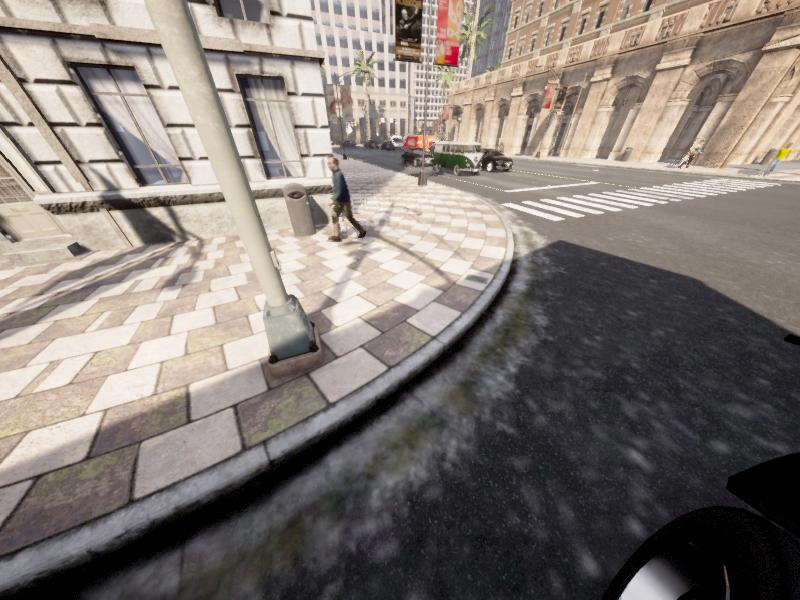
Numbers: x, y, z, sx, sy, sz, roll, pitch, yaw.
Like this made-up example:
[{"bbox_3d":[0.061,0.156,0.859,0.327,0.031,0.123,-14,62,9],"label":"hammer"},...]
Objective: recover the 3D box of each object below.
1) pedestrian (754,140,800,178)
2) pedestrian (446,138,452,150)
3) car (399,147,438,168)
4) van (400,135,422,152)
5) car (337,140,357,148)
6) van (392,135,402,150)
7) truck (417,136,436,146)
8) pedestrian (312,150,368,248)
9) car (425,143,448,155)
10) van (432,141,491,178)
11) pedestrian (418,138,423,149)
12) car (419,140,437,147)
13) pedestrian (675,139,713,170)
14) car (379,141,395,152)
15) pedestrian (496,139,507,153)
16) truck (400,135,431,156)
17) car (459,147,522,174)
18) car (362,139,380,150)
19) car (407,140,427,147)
[{"bbox_3d":[22.708,-8.473,13.865,0.751,1.860,0.751,-23,41,-29],"label":"pedestrian"},{"bbox_3d":[9.869,-31.297,46.336,0.751,1.860,0.751,-15,38,-20],"label":"pedestrian"},{"bbox_3d":[1.623,-13.832,22.276,1.812,1.442,4.674,-14,37,-18],"label":"car"},{"bbox_3d":[2.003,-29.797,43.974,1.988,2.561,5.915,-13,37,-17],"label":"van"},{"bbox_3d":[-13.543,-40.059,59.293,4.553,1.767,2.097,20,40,26],"label":"car"},{"bbox_3d":[-0.630,-35.705,52.363,1.988,2.561,5.915,2,35,3],"label":"van"},{"bbox_3d":[8.303,-49.524,71.985,5.204,2.467,2.627,-13,37,-18],"label":"truck"},{"bbox_3d":[-1.305,-2.242,5.183,0.751,1.860,0.751,-19,39,-24],"label":"pedestrian"},{"bbox_3d":[5.735,-24.084,36.720,1.845,1.501,3.633,-13,37,-18],"label":"car"},{"bbox_3d":[4.257,-10.413,16.937,1.775,1.987,4.442,-14,37,-18],"label":"van"},{"bbox_3d":[4.484,-34.465,50.867,0.751,1.860,0.751,-23,41,-28],"label":"pedestrian"},{"bbox_3d":[8.349,-46.956,69.201,4.792,1.488,2.163,-13,37,-18],"label":"car"},{"bbox_3d":[21.647,-10.724,17.065,0.751,1.860,0.751,-9,36,-12],"label":"pedestrian"},{"bbox_3d":[-2.518,-30.430,45.714,1.851,1.617,3.988,-13,37,-18],"label":"car"},{"bbox_3d":[15.474,-23.530,35.278,0.751,1.860,0.751,-12,37,-16],"label":"pedestrian"},{"bbox_3d":[2.254,-24.022,35.856,2.627,2.467,5.204,-13,38,-18],"label":"truck"},{"bbox_3d":[7.130,-11.494,18.879,1.837,1.490,4.892,-14,37,-18],"label":"car"},{"bbox_3d":[-6.791,-36.142,53.613,1.932,1.855,4.605,-21,40,-27],"label":"car"},{"bbox_3d":[4.863,-44.029,64.931,5.238,1.638,1.930,-13,37,-18],"label":"car"}]
